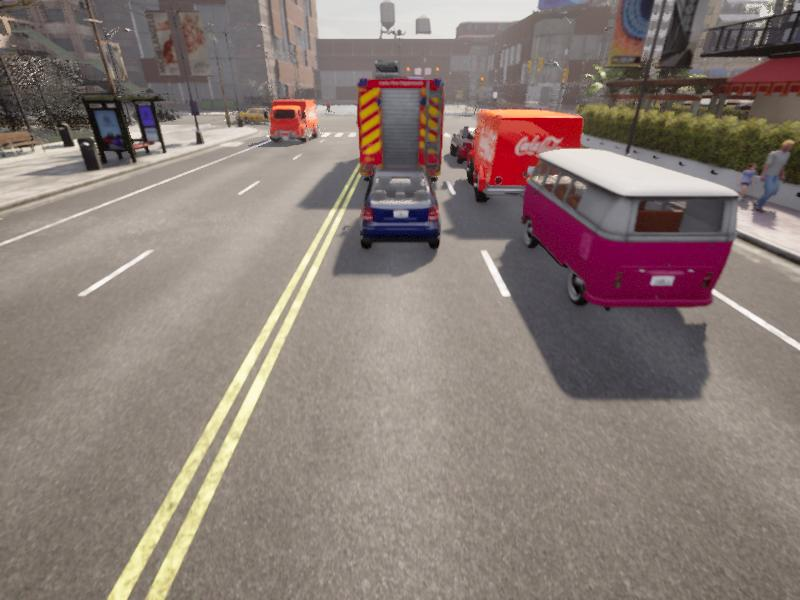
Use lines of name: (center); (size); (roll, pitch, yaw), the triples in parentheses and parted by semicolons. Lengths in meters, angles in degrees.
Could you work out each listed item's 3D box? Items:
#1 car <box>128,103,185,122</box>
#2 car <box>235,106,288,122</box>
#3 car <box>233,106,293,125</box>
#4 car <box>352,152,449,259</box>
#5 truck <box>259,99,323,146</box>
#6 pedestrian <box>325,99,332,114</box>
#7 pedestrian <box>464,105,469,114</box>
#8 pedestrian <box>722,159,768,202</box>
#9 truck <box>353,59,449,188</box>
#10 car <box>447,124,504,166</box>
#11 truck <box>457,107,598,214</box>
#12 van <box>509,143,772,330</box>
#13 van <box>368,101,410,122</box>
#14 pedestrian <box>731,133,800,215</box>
car: (-26.590, -20.558, 43.816); (4.553, 1.767, 2.097); (0, 28, 0)
car: (-15.046, -20.378, 43.782); (4.902, 1.511, 2.128); (0, 28, 1)
car: (-13.635, -18.419, 39.959); (5.366, 1.575, 1.801); (6, 28, 11)
car: (0.009, -2.379, 9.317); (1.789, 1.549, 3.705); (0, 28, 0)
truck: (-6.962, -11.795, 26.329); (2.627, 2.467, 5.204); (0, 28, 0)
pedestrian: (-9.816, -26.669, 55.053); (0.751, 1.860, 0.751); (2, 28, 4)
pedestrian: (9.257, -26.590, 55.725); (0.500, 1.100, 0.500); (2, 28, 3)
pedestrian: (9.820, -3.415, 11.408); (0.500, 1.100, 0.500); (0, 28, 0)
truck: (0.022, -7.516, 16.692); (2.891, 3.827, 8.468); (0, 28, 0)
car: (3.519, -7.591, 19.365); (1.970, 1.475, 3.806); (0, 28, 0)
truck: (3.512, -4.630, 12.628); (2.627, 2.467, 5.204); (0, 27, 0)
van: (3.508, -1.491, 7.152); (1.775, 1.987, 4.442); (0, 28, 0)
van: (-1.163, -20.549, 43.538); (4.480, 2.038, 2.069); (0, 28, 1)
pedestrian: (9.422, -3.187, 10.151); (0.751, 1.860, 0.751); (-3, 28, -6)
